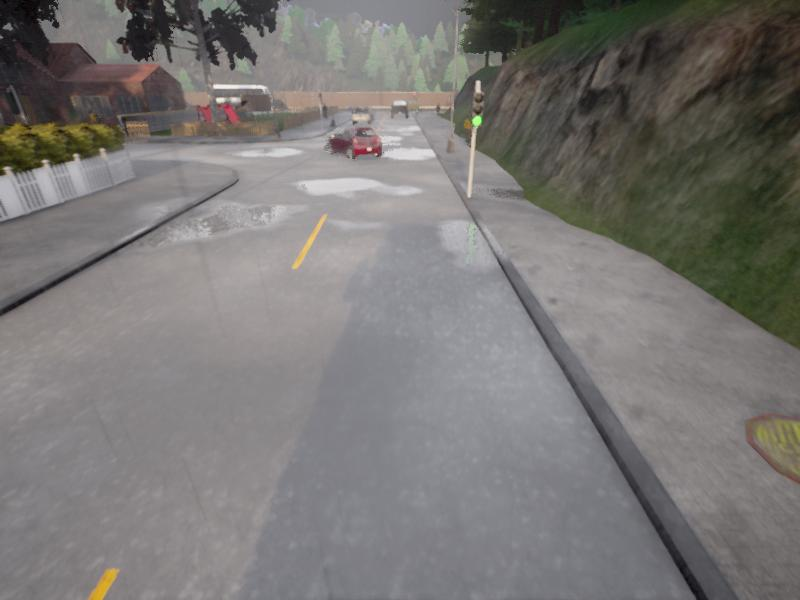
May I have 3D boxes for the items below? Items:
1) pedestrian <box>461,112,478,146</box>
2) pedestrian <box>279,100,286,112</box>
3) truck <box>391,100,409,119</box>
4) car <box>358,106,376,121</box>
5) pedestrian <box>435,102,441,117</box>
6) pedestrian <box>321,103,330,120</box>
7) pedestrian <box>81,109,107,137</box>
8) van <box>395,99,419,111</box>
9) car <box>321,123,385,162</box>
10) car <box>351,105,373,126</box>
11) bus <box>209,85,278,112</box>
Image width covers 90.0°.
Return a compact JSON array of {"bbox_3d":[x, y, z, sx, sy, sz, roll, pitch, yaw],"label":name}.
[{"bbox_3d":[4.204,-10.395,24.381,0.751,1.860,0.751,-1,27,-2],"label":"pedestrian"},{"bbox_3d":[-19.822,-32.695,67.471,0.751,1.860,0.751,0,27,0],"label":"pedestrian"},{"bbox_3d":[-0.026,-26.262,55.107,2.390,2.098,6.274,0,27,0],"label":"truck"},{"bbox_3d":[-4.025,-23.316,50.050,1.837,1.490,4.892,0,27,0],"label":"car"},{"bbox_3d":[5.194,-26.028,54.651,0.751,1.860,0.751,0,27,0],"label":"pedestrian"},{"bbox_3d":[-9.158,-23.280,49.286,0.751,1.860,0.751,0,27,-1],"label":"pedestrian"},{"bbox_3d":[-22.381,-12.986,29.319,0.751,1.860,0.751,0,27,0],"label":"pedestrian"},{"bbox_3d":[1.359,-36.879,75.779,4.442,1.987,1.775,0,27,0],"label":"van"},{"bbox_3d":[-2.530,-8.384,21.117,1.845,1.501,3.633,-16,31,-30],"label":"car"},{"bbox_3d":[-4.022,-19.867,42.957,1.932,1.855,4.605,0,27,0],"label":"car"},{"bbox_3d":[-27.842,-36.142,71.778,10.273,4.253,3.944,0,27,0],"label":"bus"}]
